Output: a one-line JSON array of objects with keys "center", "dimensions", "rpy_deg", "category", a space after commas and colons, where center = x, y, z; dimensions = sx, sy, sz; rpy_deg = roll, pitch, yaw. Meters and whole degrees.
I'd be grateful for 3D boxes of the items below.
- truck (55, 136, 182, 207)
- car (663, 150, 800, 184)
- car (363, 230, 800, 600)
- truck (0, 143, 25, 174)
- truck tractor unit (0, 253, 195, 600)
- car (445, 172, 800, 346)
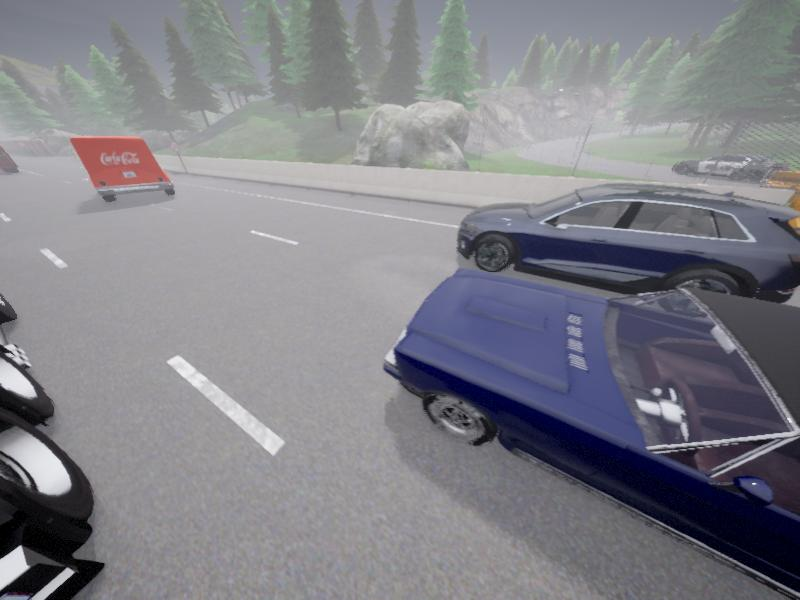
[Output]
[{"center": [-13.475, -6.515, 11.335], "dimensions": [5.204, 2.467, 2.627], "rpy_deg": [29, 44, 35], "category": "truck"}, {"center": [21.722, -9.033, 15.489], "dimensions": [2.038, 1.542, 4.974], "rpy_deg": [-5, 35, -8], "category": "car"}, {"center": [2.243, 0.745, 1.782], "dimensions": [4.718, 1.301, 1.895], "rpy_deg": [18, 39, 24], "category": "car"}, {"center": [-37.869, -13.383, 20.214], "dimensions": [8.468, 3.827, 2.891], "rpy_deg": [18, 39, 24], "category": "truck"}, {"center": [-5.090, -0.322, 0.803], "dimensions": [6.516, 4.208, 3.053], "rpy_deg": [19, 39, 25], "category": "truck tractor unit"}, {"center": [3.607, -1.254, 4.355], "dimensions": [4.856, 1.649, 2.033], "rpy_deg": [18, 39, 24], "category": "car"}]
